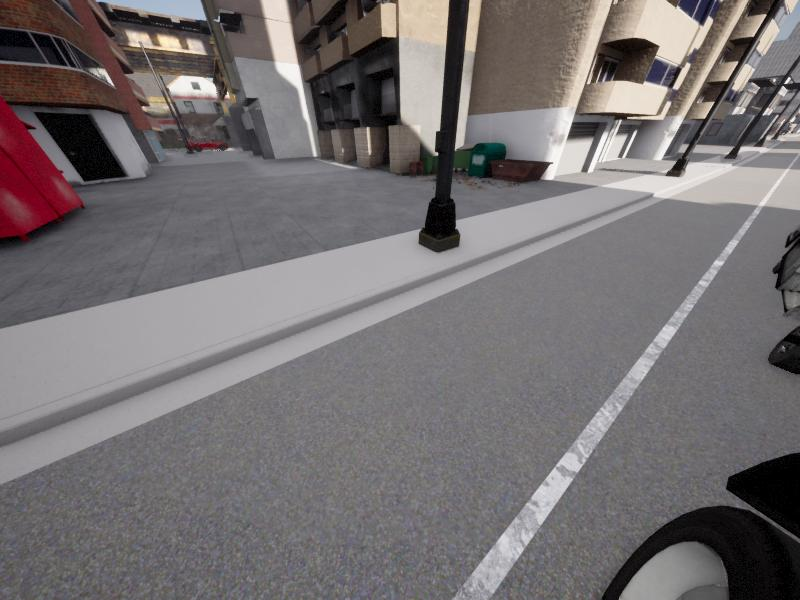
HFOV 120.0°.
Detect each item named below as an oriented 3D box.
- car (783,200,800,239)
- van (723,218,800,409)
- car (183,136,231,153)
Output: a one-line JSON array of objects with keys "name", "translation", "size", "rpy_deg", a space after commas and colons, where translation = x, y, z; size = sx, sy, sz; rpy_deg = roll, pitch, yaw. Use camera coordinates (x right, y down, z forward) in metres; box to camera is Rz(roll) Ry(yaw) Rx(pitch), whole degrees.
[{"name": "car", "translation": [13.143, -2.684, 6.324], "size": [4.902, 1.511, 2.128], "rpy_deg": [-22, 40, -27]}, {"name": "van", "translation": [7.035, -0.623, 2.658], "size": [6.366, 2.431, 2.351], "rpy_deg": [-22, 40, -28]}, {"name": "car", "translation": [-31.311, -25.333, 37.645], "size": [5.566, 2.045, 2.150], "rpy_deg": [-22, 41, -27]}]
